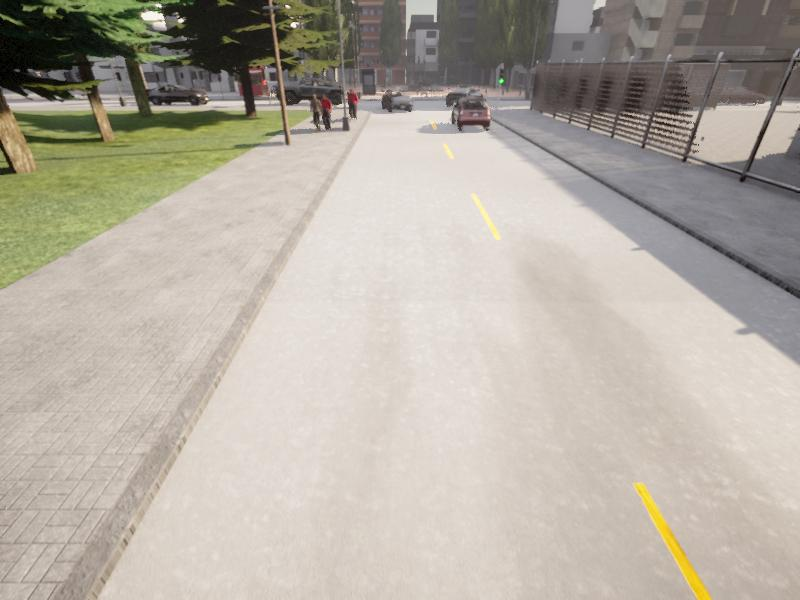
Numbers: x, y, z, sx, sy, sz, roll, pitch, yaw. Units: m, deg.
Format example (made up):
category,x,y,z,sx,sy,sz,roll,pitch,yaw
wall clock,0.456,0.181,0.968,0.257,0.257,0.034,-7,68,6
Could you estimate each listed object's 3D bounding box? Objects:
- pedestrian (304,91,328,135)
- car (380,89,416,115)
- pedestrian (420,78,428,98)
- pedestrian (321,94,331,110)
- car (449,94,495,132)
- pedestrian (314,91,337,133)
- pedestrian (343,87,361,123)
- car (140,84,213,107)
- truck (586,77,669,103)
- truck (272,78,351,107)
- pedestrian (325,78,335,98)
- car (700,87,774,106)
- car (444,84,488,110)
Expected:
category,x,y,z,sx,sy,sz,roll,pitch,yaw
pedestrian,-4.103,-9.165,19.611,0.751,1.860,0.751,4,30,6
car,-0.226,-15.269,30.699,1.816,1.474,4.193,-6,31,-11
pedestrian,2.551,-22.298,42.098,0.751,1.860,0.751,4,31,7
pedestrian,-5.648,-15.170,30.646,0.500,1.100,0.500,7,31,11
car,4.000,-10.760,22.847,1.851,1.617,3.988,0,30,0
pedestrian,-3.723,-9.447,20.094,0.751,1.860,0.751,4,30,6
pedestrian,-2.855,-11.672,23.904,0.751,1.860,0.751,7,31,12
car,-19.795,-18.255,35.661,5.027,1.651,2.152,0,30,0
truck,22.030,-20.504,39.046,6.274,2.098,2.390,0,30,0
truck,-7.704,-18.463,35.549,6.274,2.098,2.390,0,30,0
pedestrian,-7.534,-22.879,43.090,0.751,1.860,0.751,3,30,4
car,30.037,-18.192,35.741,4.674,1.442,1.812,0,30,0
car,5.688,-17.364,34.120,1.930,1.638,5.238,14,33,25
